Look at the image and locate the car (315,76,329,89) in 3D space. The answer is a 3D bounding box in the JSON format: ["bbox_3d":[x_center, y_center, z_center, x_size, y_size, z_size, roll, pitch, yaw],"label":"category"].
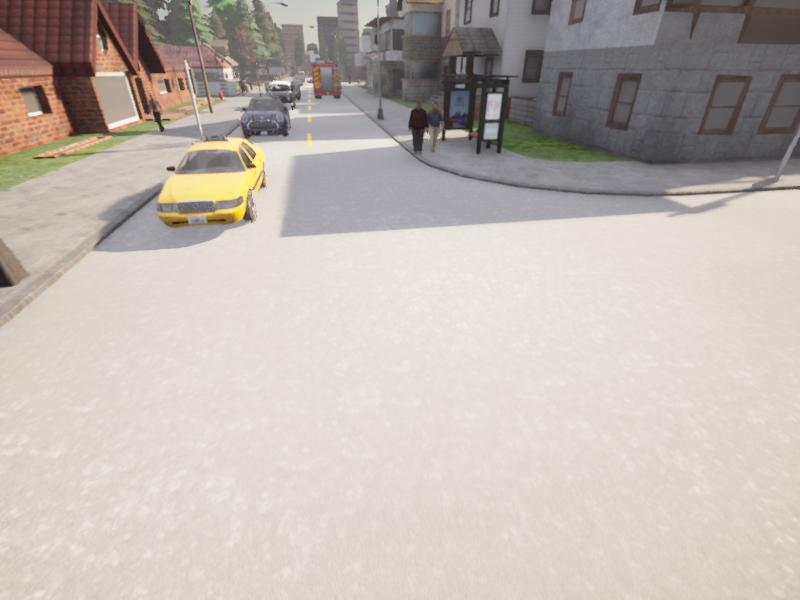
[{"bbox_3d":[-12.578,-34.802,64.003,1.930,1.638,5.238,-5,31,-10],"label":"car"}]

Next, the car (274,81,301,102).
[{"bbox_3d":[-11.557,-21.625,41.380,2.242,1.667,4.611,-5,31,-9],"label":"car"}]

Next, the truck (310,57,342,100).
[{"bbox_3d":[-8.408,-24.960,44.988,2.891,3.827,8.468,-5,31,-10],"label":"truck"}]

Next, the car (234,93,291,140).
[{"bbox_3d":[-6.863,-9.518,20.528,2.097,1.767,4.553,-5,31,-10],"label":"car"}]

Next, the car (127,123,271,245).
[{"bbox_3d":[-4.453,-3.177,9.881,1.801,1.575,5.366,-5,31,-10],"label":"car"}]

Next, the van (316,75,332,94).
[{"bbox_3d":[-10.086,-28.491,52.856,1.775,1.987,4.442,-5,31,-10],"label":"van"}]

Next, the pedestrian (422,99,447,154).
[{"bbox_3d":[1.292,-6.618,15.285,0.751,1.860,0.751,-2,30,-4],"label":"pedestrian"}]

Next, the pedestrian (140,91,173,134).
[{"bbox_3d":[-11.886,-9.183,19.588,0.751,1.860,0.751,-5,31,-9],"label":"pedestrian"}]

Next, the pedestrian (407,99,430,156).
[{"bbox_3d":[0.688,-6.452,14.987,0.751,1.860,0.751,2,30,4],"label":"pedestrian"}]

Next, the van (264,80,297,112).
[{"bbox_3d":[-9.497,-16.451,32.158,2.069,2.038,4.480,-5,30,-10],"label":"van"}]

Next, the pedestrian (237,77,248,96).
[{"bbox_3d":[-17.504,-23.684,44.415,0.751,1.860,0.751,-5,31,-9],"label":"pedestrian"}]

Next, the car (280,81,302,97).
[{"bbox_3d":[-13.010,-25.301,47.860,2.163,1.488,4.792,-5,31,-10],"label":"car"}]
